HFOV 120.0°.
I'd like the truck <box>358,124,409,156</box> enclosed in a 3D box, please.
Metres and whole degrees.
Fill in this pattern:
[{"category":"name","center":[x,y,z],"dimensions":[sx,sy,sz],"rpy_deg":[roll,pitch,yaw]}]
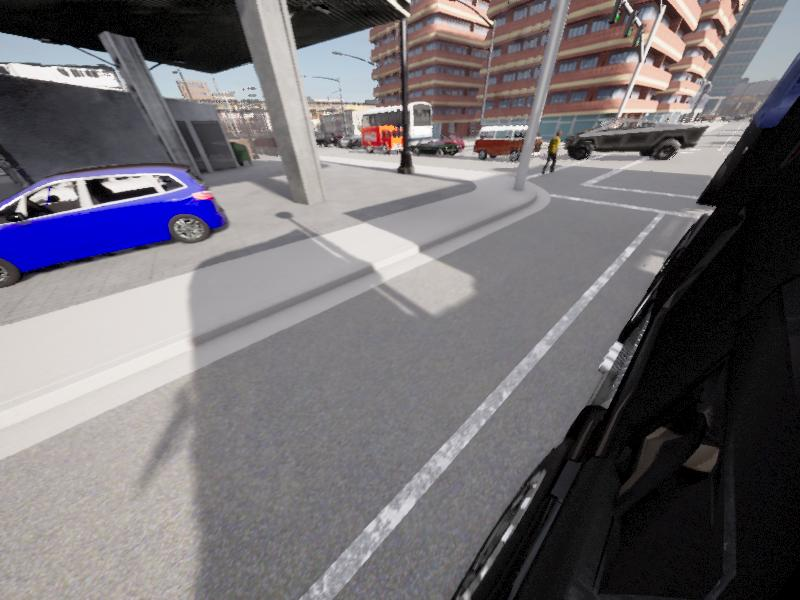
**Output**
[{"category":"truck","center":[-1.806,-17.342,25.039],"dimensions":[2.627,2.467,5.204],"rpy_deg":[-29,44,-30]}]

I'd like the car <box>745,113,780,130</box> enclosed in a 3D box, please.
[{"category":"car","center":[51.662,-25.447,32.955],"dimensions":[4.605,1.855,1.932],"rpy_deg":[-27,43,-30]}]

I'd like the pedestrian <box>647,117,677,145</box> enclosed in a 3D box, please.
[{"category":"pedestrian","center":[22.576,-14.585,19.959],"dimensions":[0.751,1.860,0.751],"rpy_deg":[1,37,5]}]

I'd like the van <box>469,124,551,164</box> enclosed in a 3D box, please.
[{"category":"van","center":[7.492,-11.030,16.307],"dimensions":[2.069,2.038,4.480],"rpy_deg":[-29,44,-31]}]

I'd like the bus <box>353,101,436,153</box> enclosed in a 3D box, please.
[{"category":"bus","center":[-0.928,-20.505,27.742],"dimensions":[3.944,4.253,10.273],"rpy_deg":[-29,44,-30]}]

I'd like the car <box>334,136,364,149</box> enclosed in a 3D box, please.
[{"category":"car","center":[-7.894,-24.269,35.538],"dimensions":[2.038,1.542,4.974],"rpy_deg":[-30,44,-31]}]

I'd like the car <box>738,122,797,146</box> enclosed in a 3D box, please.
[{"category":"car","center":[29.618,-13.495,18.744],"dimensions":[4.181,1.385,1.994],"rpy_deg":[-28,43,-30]}]

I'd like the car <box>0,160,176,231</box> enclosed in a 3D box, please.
[{"category":"car","center":[-11.003,-3.978,8.411],"dimensions":[3.806,1.475,1.970],"rpy_deg":[-28,43,-30]}]

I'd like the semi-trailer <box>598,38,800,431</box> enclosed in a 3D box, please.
[{"category":"semi-trailer","center":[8.698,-3.598,4.240],"dimensions":[14.254,4.402,2.717],"rpy_deg":[-28,43,-30]}]

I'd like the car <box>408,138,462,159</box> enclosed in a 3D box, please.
[{"category":"car","center":[3.003,-13.729,20.853],"dimensions":[1.895,1.301,4.718],"rpy_deg":[-29,44,-31]}]

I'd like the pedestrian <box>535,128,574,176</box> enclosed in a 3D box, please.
[{"category":"pedestrian","center":[7.432,-7.161,11.220],"dimensions":[0.751,1.860,0.751],"rpy_deg":[-17,39,-18]}]

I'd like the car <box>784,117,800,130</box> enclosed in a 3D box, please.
[{"category":"car","center":[54.746,-24.129,31.468],"dimensions":[4.718,1.301,1.895],"rpy_deg":[-28,43,-30]}]

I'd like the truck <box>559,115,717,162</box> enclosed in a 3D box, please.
[{"category":"truck","center":[14.137,-10.093,14.565],"dimensions":[6.274,2.098,2.390],"rpy_deg":[12,40,20]}]

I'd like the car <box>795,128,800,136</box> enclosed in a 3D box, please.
[{"category":"car","center":[41.630,-17.383,22.753],"dimensions":[3.866,1.878,1.905],"rpy_deg":[-28,43,-30]}]

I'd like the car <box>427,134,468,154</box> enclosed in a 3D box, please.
[{"category":"car","center":[4.681,-15.904,23.472],"dimensions":[1.845,1.501,3.633],"rpy_deg":[-29,44,-31]}]

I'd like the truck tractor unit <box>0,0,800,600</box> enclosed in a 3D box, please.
[{"category":"truck tractor unit","center":[2.645,-0.295,0.351],"dimensions":[6.516,4.208,3.053],"rpy_deg":[-28,44,-30]}]

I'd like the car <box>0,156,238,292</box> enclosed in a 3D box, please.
[{"category":"car","center":[-6.733,-1.908,5.080],"dimensions":[4.611,1.667,2.242],"rpy_deg":[-28,43,-30]}]
